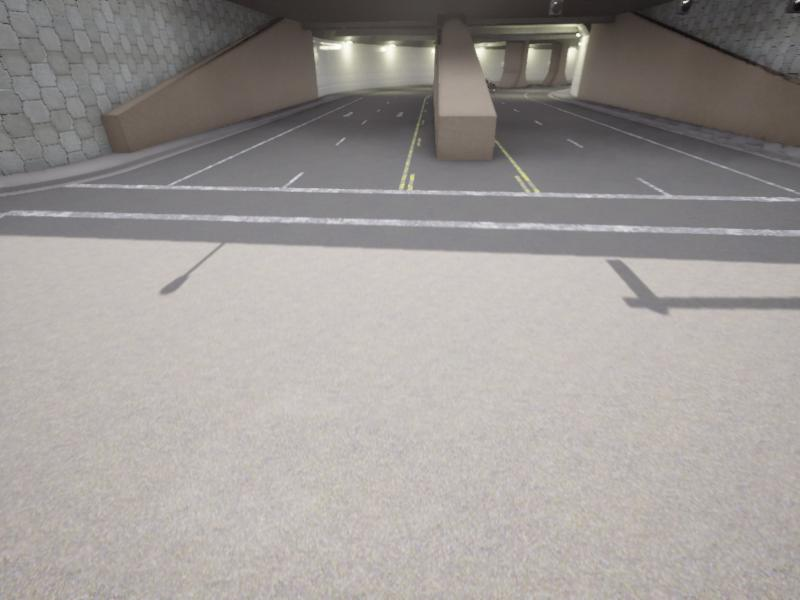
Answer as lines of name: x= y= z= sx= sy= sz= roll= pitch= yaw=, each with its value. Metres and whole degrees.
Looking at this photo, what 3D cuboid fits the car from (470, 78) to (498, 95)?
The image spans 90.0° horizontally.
car: x=10.238 y=-25.965 z=48.592 sx=2.152 sy=1.651 sz=5.027 roll=11 pitch=32 yaw=19
